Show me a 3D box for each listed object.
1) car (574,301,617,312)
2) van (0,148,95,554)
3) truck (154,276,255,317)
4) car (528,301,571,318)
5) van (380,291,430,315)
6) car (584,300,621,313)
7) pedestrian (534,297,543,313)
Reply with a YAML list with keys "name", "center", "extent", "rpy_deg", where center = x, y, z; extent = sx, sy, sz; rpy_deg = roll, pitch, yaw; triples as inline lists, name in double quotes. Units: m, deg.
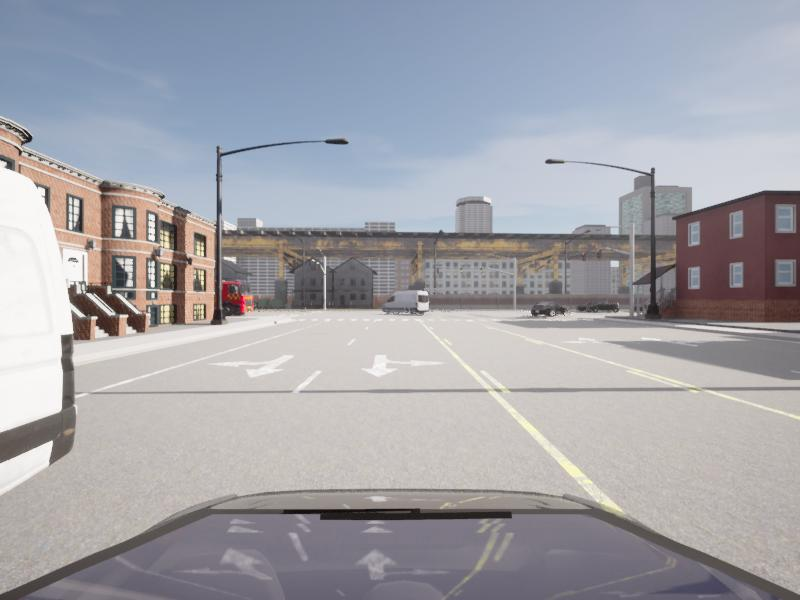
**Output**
- name: "car"
  center: [26.137, 0.844, 53.509]
  extent: [4.892, 1.490, 1.837]
  rpy_deg: [0, 0, 0]
- name: "van"
  center: [-3.510, 0.322, 0.351]
  extent: [1.988, 2.561, 5.915]
  rpy_deg: [0, 0, 0]
- name: "truck"
  center: [-19.040, -0.321, 39.318]
  extent: [8.468, 3.827, 2.891]
  rpy_deg: [0, 0, 0]
- name: "car"
  center: [14.213, 0.870, 37.855]
  extent: [4.674, 1.442, 1.812]
  rpy_deg: [0, -1, -42]
- name: "van"
  center: [0.497, 0.322, 44.813]
  extent: [1.988, 2.561, 5.915]
  rpy_deg: [1, -1, -44]
- name: "car"
  center: [25.327, 0.815, 50.007]
  extent: [3.705, 1.549, 1.789]
  rpy_deg: [0, 0, 0]
- name: "pedestrian"
  center: [16.264, 0.637, 46.947]
  extent: [0.751, 1.860, 0.751]
  rpy_deg: [0, 0, 4]
